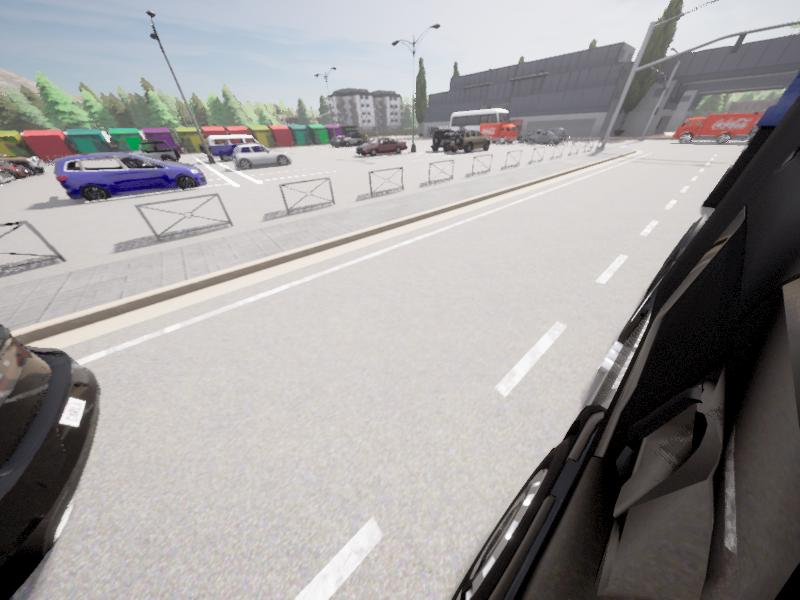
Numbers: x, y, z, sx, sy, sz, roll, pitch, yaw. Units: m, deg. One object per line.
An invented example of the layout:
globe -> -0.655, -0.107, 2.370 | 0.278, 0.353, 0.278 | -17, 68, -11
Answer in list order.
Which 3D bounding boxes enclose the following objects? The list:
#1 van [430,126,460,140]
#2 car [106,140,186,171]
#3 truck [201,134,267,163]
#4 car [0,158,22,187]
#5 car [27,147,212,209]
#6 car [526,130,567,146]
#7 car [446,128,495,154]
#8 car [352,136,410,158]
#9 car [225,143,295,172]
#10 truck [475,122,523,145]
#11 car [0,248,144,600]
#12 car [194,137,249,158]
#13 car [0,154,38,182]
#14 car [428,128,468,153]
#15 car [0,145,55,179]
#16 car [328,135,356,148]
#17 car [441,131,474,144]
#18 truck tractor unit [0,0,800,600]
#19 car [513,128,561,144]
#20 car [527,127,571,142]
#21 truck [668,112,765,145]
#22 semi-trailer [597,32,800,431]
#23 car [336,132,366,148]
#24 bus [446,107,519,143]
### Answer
van -> 9.794, -36.818, 50.954 | 2.351, 2.431, 6.366 | -26, 43, -29
car -> -20.683, -12.016, 19.095 | 3.866, 1.878, 1.905 | -27, 43, -30
truck -> -15.792, -14.641, 22.241 | 4.478, 2.038, 2.069 | -27, 43, -30
car -> -25.491, -7.079, 13.053 | 3.806, 1.475, 1.970 | -27, 43, -30
car -> -11.548, -5.570, 10.182 | 4.611, 1.667, 2.242 | -27, 43, -30
car -> 18.254, -20.334, 28.949 | 1.845, 1.501, 3.633 | -27, 43, -30
car -> 6.744, -15.226, 22.054 | 4.605, 1.855, 1.932 | -27, 43, -30
car -> -1.743, -14.964, 22.524 | 5.357, 1.415, 2.033 | -27, 43, -30
car -> -10.203, -10.558, 16.993 | 3.806, 1.475, 1.970 | -27, 43, -30
truck -> 13.972, -23.749, 33.000 | 2.627, 2.467, 5.204 | -27, 43, -29
car -> -4.202, 1.654, 0.286 | 5.008, 1.535, 1.882 | -28, 43, -30
car -> -21.091, -18.165, 27.442 | 4.605, 1.855, 1.932 | -27, 43, -30
car -> -27.343, -8.381, 14.857 | 3.905, 1.438, 1.784 | -27, 43, -30
car -> 4.934, -16.521, 23.905 | 3.866, 1.878, 1.905 | -27, 43, -30
car -> -29.105, -9.713, 16.396 | 4.605, 1.855, 1.932 | -27, 43, -30
car -> -9.487, -26.245, 38.210 | 3.806, 1.475, 1.970 | -27, 43, -30
car -> 9.361, -26.745, 38.042 | 1.801, 1.575, 5.366 | -26, 43, -29
truck tractor unit -> 2.645, -0.295, 0.351 | 6.516, 4.208, 3.053 | -28, 44, -30
car -> 19.120, -23.040, 32.493 | 2.152, 1.651, 5.027 | -28, 43, -30
car -> 21.914, -24.398, 34.151 | 2.242, 1.667, 4.611 | -27, 43, -29
truck -> 32.130, -17.604, 23.759 | 2.627, 2.467, 5.204 | -28, 44, -30
semi-trailer -> 8.776, -3.515, 4.201 | 14.254, 4.402, 2.717 | -27, 43, -29
car -> -7.650, -25.156, 36.240 | 3.866, 1.878, 1.905 | -27, 43, -30
bus -> 13.049, -28.576, 38.087 | 3.944, 4.253, 10.273 | -26, 43, -29
